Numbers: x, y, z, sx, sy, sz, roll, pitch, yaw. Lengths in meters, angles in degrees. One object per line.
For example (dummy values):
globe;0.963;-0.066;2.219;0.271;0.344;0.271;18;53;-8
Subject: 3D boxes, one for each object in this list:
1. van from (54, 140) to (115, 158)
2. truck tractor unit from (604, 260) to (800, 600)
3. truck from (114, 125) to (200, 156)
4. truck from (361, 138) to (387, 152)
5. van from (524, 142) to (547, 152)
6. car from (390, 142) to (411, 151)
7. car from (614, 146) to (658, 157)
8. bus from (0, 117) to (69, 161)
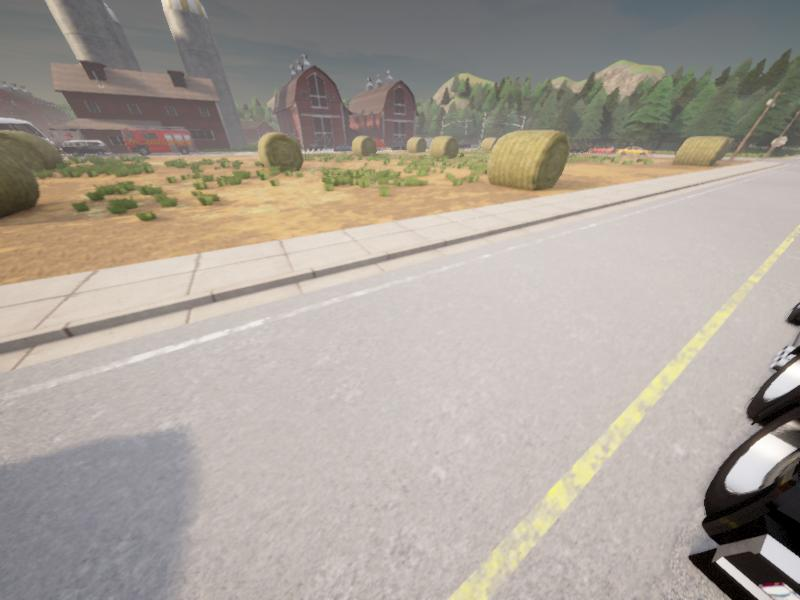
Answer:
van;-45.662;-22.100;33.690;4.480;2.038;2.069;-21;40;-27
truck tractor unit;5.101;-0.309;0.802;6.516;4.208;3.053;-18;39;-25
truck;-38.428;-25.610;37.243;8.468;3.827;2.891;-21;40;-28
truck;-5.843;-35.154;52.445;5.204;2.467;2.627;-21;40;-28
van;34.820;-39.581;59.632;1.775;1.987;4.442;-20;40;-27
car;0.131;-37.209;55.976;4.605;1.855;1.932;-21;40;-28
car;43.891;-27.825;43.135;1.801;1.575;5.366;-20;40;-27
bus;-49.299;-19.065;27.359;3.944;4.253;10.273;17;38;23
